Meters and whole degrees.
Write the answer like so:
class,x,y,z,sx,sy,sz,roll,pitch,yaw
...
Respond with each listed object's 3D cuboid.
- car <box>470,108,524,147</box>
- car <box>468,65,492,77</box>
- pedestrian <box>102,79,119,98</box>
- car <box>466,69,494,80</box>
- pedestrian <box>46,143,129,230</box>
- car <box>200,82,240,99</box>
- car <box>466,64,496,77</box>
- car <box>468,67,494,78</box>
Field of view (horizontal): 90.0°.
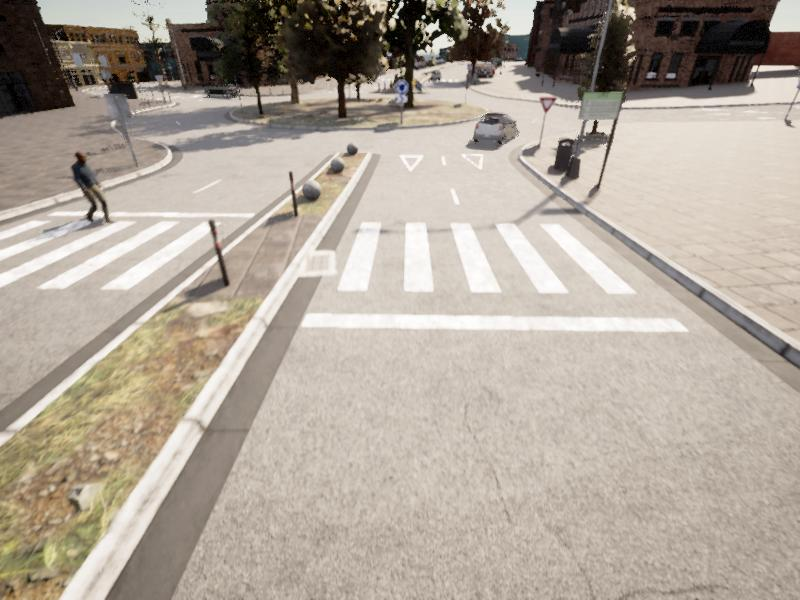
class,x,y,z,sx,sy,sz,roll,pitch,yaw
car,5.629,-9.998,23.047,1.845,1.501,3.633,16,35,25
car,15.643,-44.622,77.993,4.442,1.987,1.878,6,33,9
pedestrian,-32.477,-23.774,44.899,0.751,1.860,0.751,13,34,20
car,14.718,-41.493,73.544,4.892,1.521,2.231,6,33,9
pedestrian,-7.551,-2.772,9.769,0.751,1.860,0.751,9,33,15
car,-21.069,-24.604,46.884,3.705,1.549,1.789,10,33,16
car,16.295,-46.089,80.225,5.566,2.045,2.435,6,33,9
car,15.271,-43.059,75.746,4.553,1.767,2.185,6,33,9
